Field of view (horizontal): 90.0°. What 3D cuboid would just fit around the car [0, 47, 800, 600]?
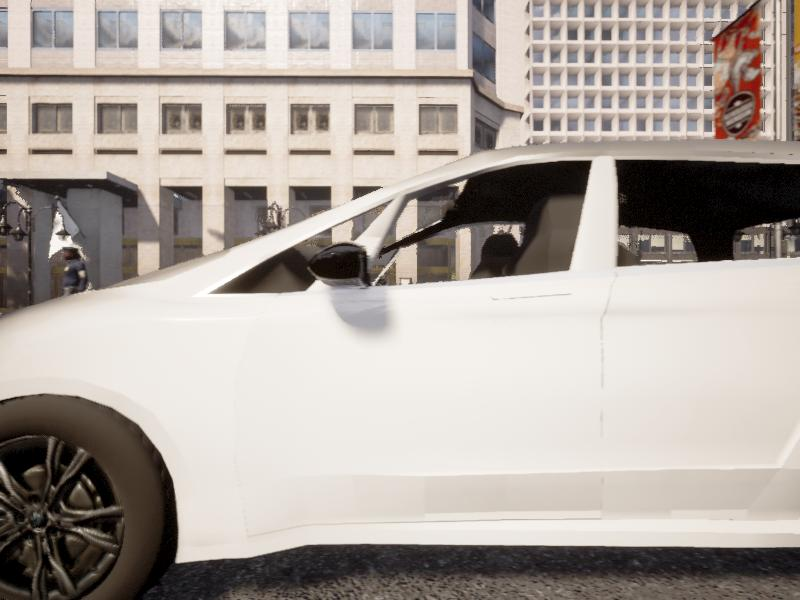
[{"bbox_3d":[0.470,0.155,2.200,4.611,1.667,2.242,0,0,0],"label":"car"}]

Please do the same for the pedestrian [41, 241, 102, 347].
[{"bbox_3d":[-6.201,-0.106,7.555,0.751,1.860,0.751,0,0,39],"label":"pedestrian"}]
